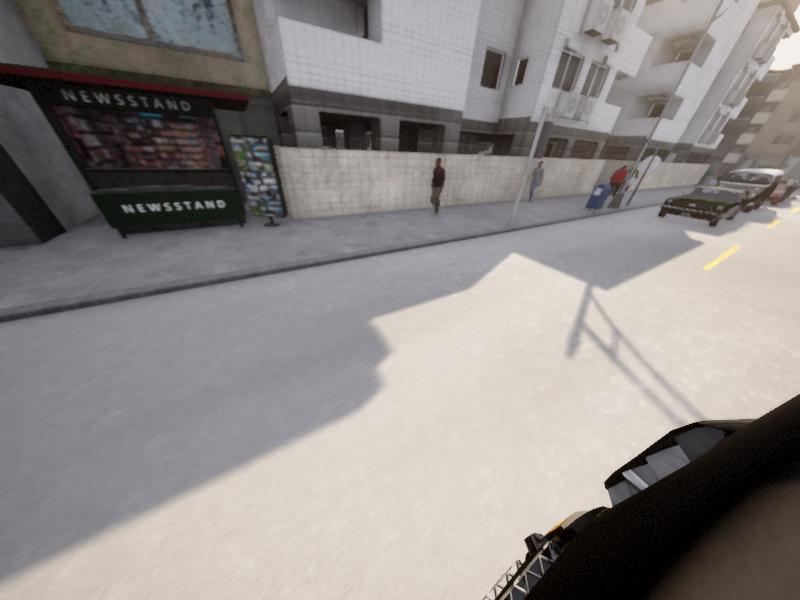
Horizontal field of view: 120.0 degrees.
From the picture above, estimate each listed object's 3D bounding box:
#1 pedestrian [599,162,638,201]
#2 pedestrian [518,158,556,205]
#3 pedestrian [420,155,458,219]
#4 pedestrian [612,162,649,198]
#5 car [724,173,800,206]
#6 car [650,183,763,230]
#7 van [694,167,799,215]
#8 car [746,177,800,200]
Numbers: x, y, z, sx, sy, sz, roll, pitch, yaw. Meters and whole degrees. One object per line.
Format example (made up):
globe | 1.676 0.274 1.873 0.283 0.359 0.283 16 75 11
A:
pedestrian | 12.462 -6.779 13.208 0.751 1.860 0.751 -19 39 -29
pedestrian | 6.508 -5.646 11.037 0.751 1.860 0.751 -16 38 -26
pedestrian | 1.294 -3.900 8.004 0.751 1.860 0.751 -21 40 -31
pedestrian | 14.261 -7.433 14.332 0.751 1.860 0.751 -20 40 -30
car | 26.106 -7.987 16.499 4.611 1.667 2.242 -16 38 -26
car | 13.803 -4.347 10.401 4.718 1.301 1.895 -16 38 -26
van | 19.598 -6.298 13.115 4.480 2.038 2.069 -16 38 -26
car | 31.818 -9.477 19.526 4.718 1.301 1.895 -16 38 -26
